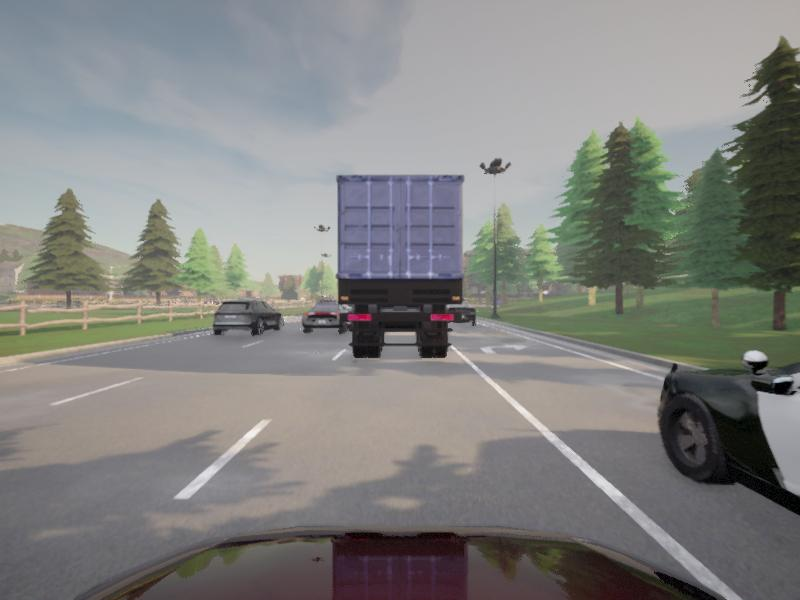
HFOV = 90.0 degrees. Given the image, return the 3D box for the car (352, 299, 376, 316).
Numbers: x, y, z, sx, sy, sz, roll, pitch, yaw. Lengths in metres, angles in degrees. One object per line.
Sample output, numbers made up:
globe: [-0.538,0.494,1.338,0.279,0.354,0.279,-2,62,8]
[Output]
car: [-3.500,0.715,39.643,1.930,1.638,5.238,0,0,0]

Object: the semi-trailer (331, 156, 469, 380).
semi-trailer: [0.003,-0.642,15.002,2.717,4.402,14.254,0,0,0]

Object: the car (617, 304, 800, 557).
car: [3.501,0.823,2.081,2.038,1.542,4.974,0,0,0]

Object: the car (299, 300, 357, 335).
car: [-3.499,0.794,20.392,2.038,1.542,4.974,0,0,0]

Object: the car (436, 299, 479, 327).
car: [3.499,0.735,25.313,1.930,1.638,5.238,0,0,0]

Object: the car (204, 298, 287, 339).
car: [-7.000,0.751,18.768,2.033,1.649,4.856,0,0,0]

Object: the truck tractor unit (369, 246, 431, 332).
truck tractor unit: [-0.009,-0.558,22.921,3.053,4.208,6.516,0,0,0]
